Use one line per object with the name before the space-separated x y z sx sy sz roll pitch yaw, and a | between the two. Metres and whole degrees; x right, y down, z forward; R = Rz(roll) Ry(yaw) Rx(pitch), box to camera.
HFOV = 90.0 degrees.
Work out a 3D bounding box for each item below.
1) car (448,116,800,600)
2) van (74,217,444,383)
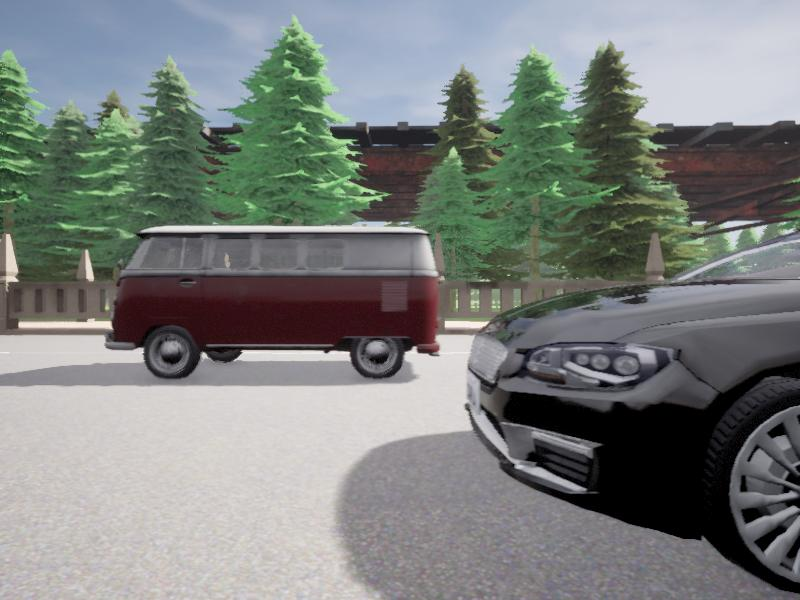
car | 2.846 0.236 2.204 4.902 1.511 2.128 0 0 0
van | -1.697 0.000 5.695 4.442 1.987 1.775 0 0 0
